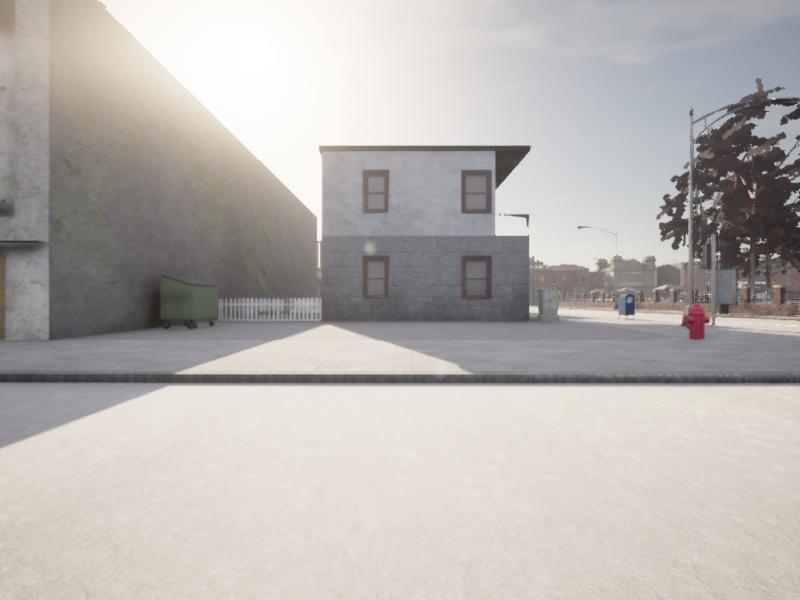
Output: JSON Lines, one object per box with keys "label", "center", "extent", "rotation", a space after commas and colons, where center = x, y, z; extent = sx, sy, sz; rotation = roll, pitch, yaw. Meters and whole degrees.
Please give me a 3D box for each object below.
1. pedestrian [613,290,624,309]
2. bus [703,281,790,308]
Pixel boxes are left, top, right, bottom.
{"label": "pedestrian", "center": [22.212, -0.049, 40.711], "extent": [0.751, 1.860, 0.751], "rotation": [0, 0, 2]}
{"label": "bus", "center": [55.459, -0.874, 64.332], "extent": [10.273, 4.253, 3.944], "rotation": [0, 0, 6]}
